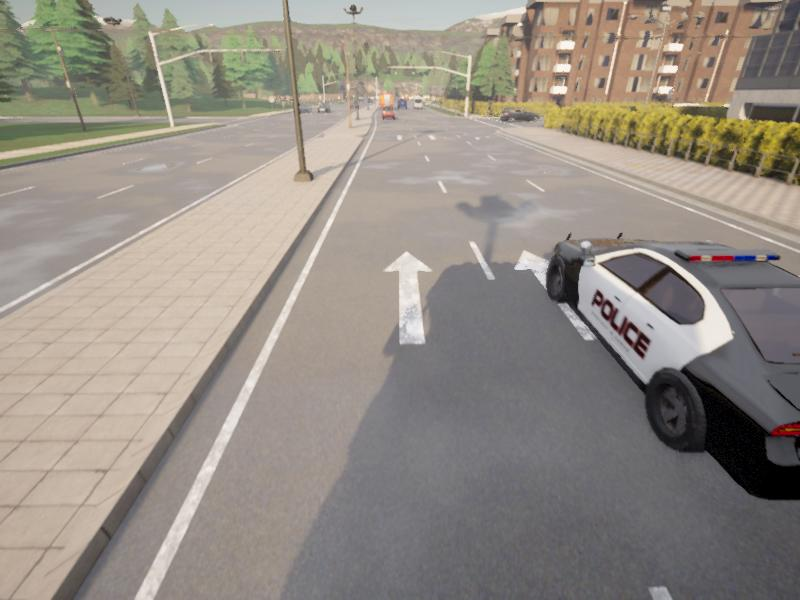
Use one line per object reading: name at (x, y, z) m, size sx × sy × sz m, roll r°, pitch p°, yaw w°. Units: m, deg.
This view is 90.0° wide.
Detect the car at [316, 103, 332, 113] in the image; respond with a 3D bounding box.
car at (-14.056, -35.531, 73.997) m, size 2.033 × 1.649 × 4.856 m, roll -1°, pitch 27°, yaw -1°

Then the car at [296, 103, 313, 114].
car at (-17.516, -35.214, 73.481) m, size 2.038 × 1.542 × 4.974 m, roll -1°, pitch 27°, yaw -1°

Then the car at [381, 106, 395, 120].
car at (-1.661, -26.128, 55.735) m, size 1.851 × 1.617 × 3.988 m, roll -1°, pitch 27°, yaw -3°

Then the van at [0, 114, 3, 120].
van at (-54.612, -24.148, 51.327) m, size 4.480 × 2.038 × 2.069 m, roll 0°, pitch 27°, yaw -1°

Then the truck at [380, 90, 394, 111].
truck at (-2.787, -43.584, 87.289) m, size 2.891 × 3.827 × 8.468 m, roll 0°, pitch 27°, yaw -1°

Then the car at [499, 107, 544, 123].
car at (14.598, -22.350, 48.340) m, size 4.611 × 1.667 × 2.242 m, roll -2°, pitch 27°, yaw -4°

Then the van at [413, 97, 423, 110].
van at (4.111, -45.916, 93.246) m, size 1.988 × 2.561 × 5.915 m, roll 0°, pitch 27°, yaw -1°

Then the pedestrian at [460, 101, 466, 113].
pedestrian at (11.166, -34.202, 70.810) m, size 0.751 × 1.860 × 0.751 m, roll -1°, pitch 27°, yaw -1°

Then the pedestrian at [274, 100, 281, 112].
pedestrian at (-22.808, -36.184, 74.588) m, size 0.751 × 1.860 × 0.751 m, roll -1°, pitch 27°, yaw -2°

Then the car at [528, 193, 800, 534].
car at (3.479, -0.009, 4.978) m, size 2.038 × 1.542 × 4.974 m, roll 0°, pitch 27°, yaw -1°

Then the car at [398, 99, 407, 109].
car at (0.567, -46.859, 95.615) m, size 2.150 × 2.045 × 5.566 m, roll 0°, pitch 27°, yaw -1°
